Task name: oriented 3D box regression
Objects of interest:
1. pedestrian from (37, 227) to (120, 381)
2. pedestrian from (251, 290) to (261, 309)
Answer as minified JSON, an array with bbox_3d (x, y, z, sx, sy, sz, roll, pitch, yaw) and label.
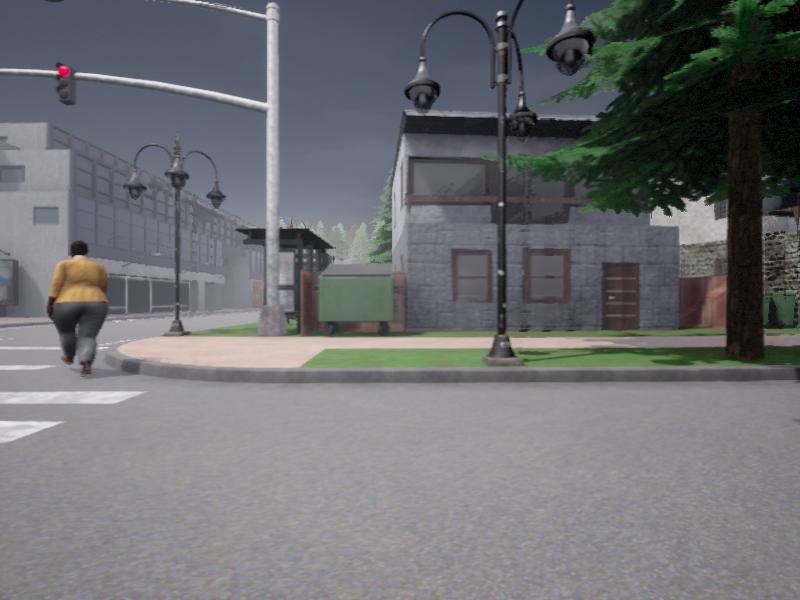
[{"bbox_3d":[-4.308,0.052,5.361,0.751,1.860,0.751,0,0,41],"label":"pedestrian"},{"bbox_3d":[-14.637,-0.038,40.653,0.751,1.860,0.751,0,0,1],"label":"pedestrian"}]
